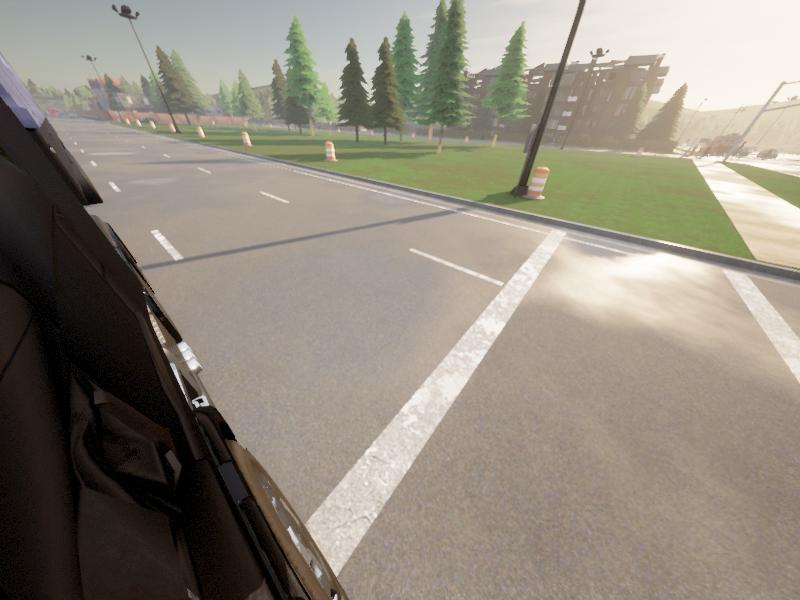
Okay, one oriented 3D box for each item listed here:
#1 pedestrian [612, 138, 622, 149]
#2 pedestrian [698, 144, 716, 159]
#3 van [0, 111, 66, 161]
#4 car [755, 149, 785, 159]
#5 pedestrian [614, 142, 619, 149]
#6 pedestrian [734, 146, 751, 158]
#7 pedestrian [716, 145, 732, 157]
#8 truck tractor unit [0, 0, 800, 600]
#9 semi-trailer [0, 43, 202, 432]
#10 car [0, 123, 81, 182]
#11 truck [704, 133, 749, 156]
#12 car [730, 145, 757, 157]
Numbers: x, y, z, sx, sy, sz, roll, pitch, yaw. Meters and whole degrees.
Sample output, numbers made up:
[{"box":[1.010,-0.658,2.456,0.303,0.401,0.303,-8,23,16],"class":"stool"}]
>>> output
[{"box":[47.950,-34.544,50.975,0.751,1.860,0.751,30,45,32],"class":"pedestrian"},{"box":[47.287,-22.862,35.620,0.751,1.860,0.751,29,44,31],"class":"pedestrian"},{"box":[-20.856,-9.160,12.833,4.442,1.987,1.775,28,44,30],"class":"van"},{"box":[75.451,-29.932,47.227,1.837,1.490,4.892,28,44,30],"class":"car"},{"box":[48.349,-34.503,51.580,0.500,1.100,0.500,29,44,30],"class":"pedestrian"},{"box":[61.984,-26.772,41.796,0.751,1.860,0.751,25,42,27],"class":"pedestrian"},{"box":[60.121,-27.694,42.901,0.751,1.860,0.751,29,44,30],"class":"pedestrian"},{"box":[-2.645,-0.295,0.351,6.516,4.208,3.053,28,44,30],"class":"truck tractor unit"},{"box":[-8.689,-3.621,4.223,14.254,4.402,2.717,28,44,30],"class":"semi-trailer"},{"box":[-16.031,-6.418,9.808,5.027,1.651,2.152,28,44,30],"class":"car"},{"box":[70.063,-33.681,49.934,2.891,3.827,8.468,28,44,30],"class":"truck"},{"box":[73.387,-31.933,49.451,1.905,1.878,3.866,28,44,30],"class":"car"}]
